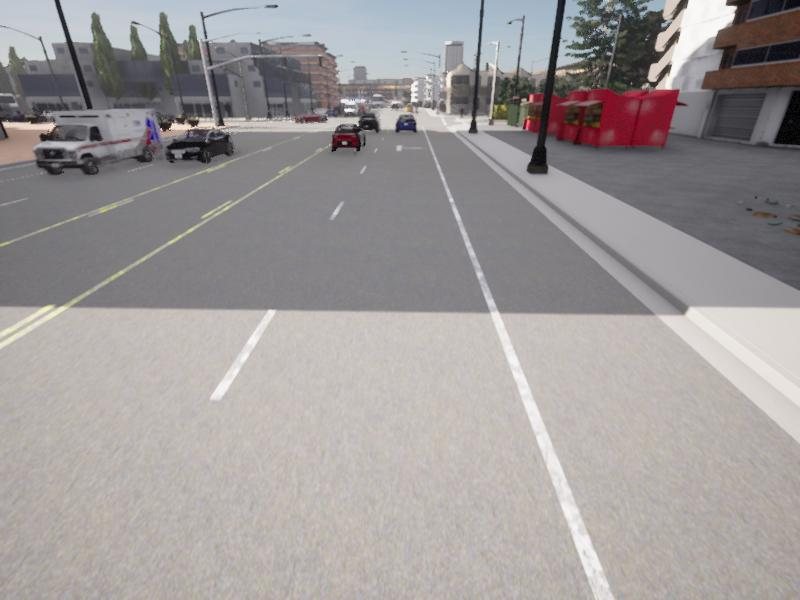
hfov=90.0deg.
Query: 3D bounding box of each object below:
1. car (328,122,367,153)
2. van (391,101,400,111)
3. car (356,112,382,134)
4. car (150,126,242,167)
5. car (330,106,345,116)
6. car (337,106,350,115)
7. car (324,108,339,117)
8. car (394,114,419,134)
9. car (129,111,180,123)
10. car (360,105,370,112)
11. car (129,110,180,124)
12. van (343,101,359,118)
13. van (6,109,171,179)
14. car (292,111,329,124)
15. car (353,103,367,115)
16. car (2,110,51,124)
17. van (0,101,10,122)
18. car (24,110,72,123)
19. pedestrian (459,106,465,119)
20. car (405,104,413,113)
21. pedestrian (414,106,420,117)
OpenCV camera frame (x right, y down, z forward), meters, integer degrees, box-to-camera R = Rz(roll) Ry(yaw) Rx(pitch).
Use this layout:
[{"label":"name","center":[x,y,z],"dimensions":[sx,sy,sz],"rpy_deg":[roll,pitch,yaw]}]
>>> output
[{"label":"car","center":[-3.231,-10.438,25.494],"dimensions":[1.816,1.474,4.193],"rpy_deg":[1,27,1]},{"label":"van","center":[-1.184,-48.061,99.154],"dimensions":[2.069,2.038,4.480],"rpy_deg":[1,28,1]},{"label":"car","center":[-2.872,-16.832,37.898],"dimensions":[1.930,1.638,5.238],"rpy_deg":[1,27,1]},{"label":"car","center":[-10.357,-8.100,20.878],"dimensions":[2.128,1.511,4.902],"rpy_deg":[1,27,1]},{"label":"car","center":[-12.233,-37.298,78.968],"dimensions":[1.930,1.638,5.238],"rpy_deg":[1,27,1]},{"label":"car","center":[-12.058,-40.756,85.801],"dimensions":[1.882,1.535,5.008],"rpy_deg":[1,27,1]},{"label":"car","center":[-12.417,-34.102,72.776],"dimensions":[1.816,1.474,4.193],"rpy_deg":[0,26,1]},{"label":"car","center":[0.613,-16.634,37.678],"dimensions":[2.163,1.488,4.792],"rpy_deg":[1,27,1]},{"label":"car","center":[-32.949,-24.682,53.824],"dimensions":[5.357,1.411,2.033],"rpy_deg":[1,26,2]},{"label":"car","center":[-8.304,-45.491,94.919],"dimensions":[1.812,1.442,4.674],"rpy_deg":[1,28,1]},{"label":"car","center":[-31.010,-23.164,50.596],"dimensions":[5.008,1.535,1.882],"rpy_deg":[1,26,2]},{"label":"van","center":[-8.889,-34.866,73.113],"dimensions":[1.988,2.561,5.915],"rpy_deg":[1,27,1]},{"label":"van","center":[-13.913,-7.530,18.755],"dimensions":[2.351,2.431,6.366],"rpy_deg":[1,27,1]},{"label":"car","center":[-11.696,-23.879,52.300],"dimensions":[4.181,1.385,1.994],"rpy_deg":[-12,29,-23]},{"label":"car","center":[-8.551,-40.919,85.561],"dimensions":[2.150,2.045,5.566],"rpy_deg":[1,27,1]},{"label":"car","center":[-47.562,-23.359,51.037],"dimensions":[4.193,1.474,1.816],"rpy_deg":[1,26,2]},{"label":"van","center":[-58.223,-26.533,56.231],"dimensions":[5.915,2.561,1.988],"rpy_deg":[11,28,21]},{"label":"car","center":[-47.757,-24.958,54.319],"dimensions":[4.514,1.525,2.007],"rpy_deg":[3,26,6]},{"label":"pedestrian","center":[9.741,-29.534,63.143],"dimensions":[0.751,1.860,0.751],"rpy_deg":[-2,26,-4]},{"label":"car","center":[2.149,-44.641,93.204],"dimensions":[1.882,1.535,5.008],"rpy_deg":[1,28,1]},{"label":"pedestrian","center":[2.993,-33.421,70.967],"dimensions":[0.751,1.860,0.751],"rpy_deg":[-16,30,-29]}]
